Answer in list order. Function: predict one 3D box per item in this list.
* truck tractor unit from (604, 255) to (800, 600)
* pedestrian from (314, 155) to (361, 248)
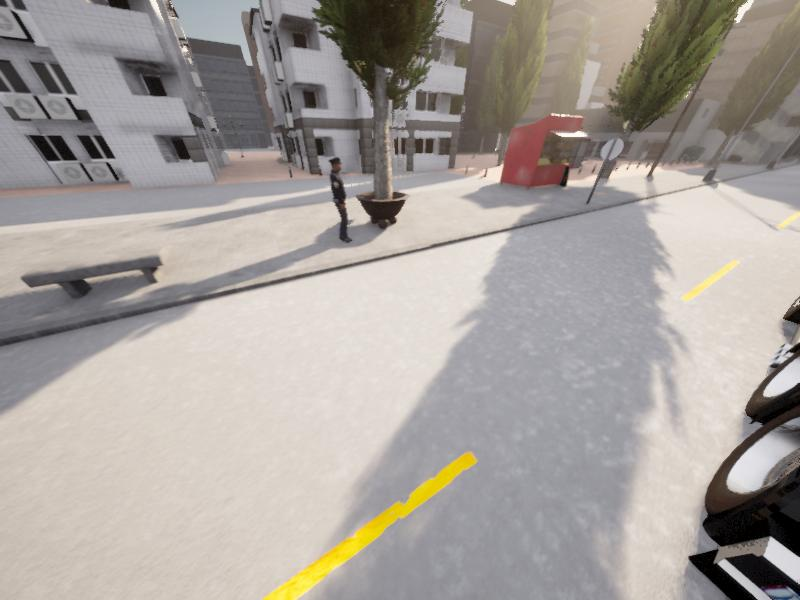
[{"bbox_3d":[5.095,-0.317,0.804,6.516,4.208,3.053,-19,39,-25],"label":"truck tractor unit"},{"bbox_3d":[-1.421,-2.283,5.418,0.751,1.860,0.751,-8,36,-12],"label":"pedestrian"}]
